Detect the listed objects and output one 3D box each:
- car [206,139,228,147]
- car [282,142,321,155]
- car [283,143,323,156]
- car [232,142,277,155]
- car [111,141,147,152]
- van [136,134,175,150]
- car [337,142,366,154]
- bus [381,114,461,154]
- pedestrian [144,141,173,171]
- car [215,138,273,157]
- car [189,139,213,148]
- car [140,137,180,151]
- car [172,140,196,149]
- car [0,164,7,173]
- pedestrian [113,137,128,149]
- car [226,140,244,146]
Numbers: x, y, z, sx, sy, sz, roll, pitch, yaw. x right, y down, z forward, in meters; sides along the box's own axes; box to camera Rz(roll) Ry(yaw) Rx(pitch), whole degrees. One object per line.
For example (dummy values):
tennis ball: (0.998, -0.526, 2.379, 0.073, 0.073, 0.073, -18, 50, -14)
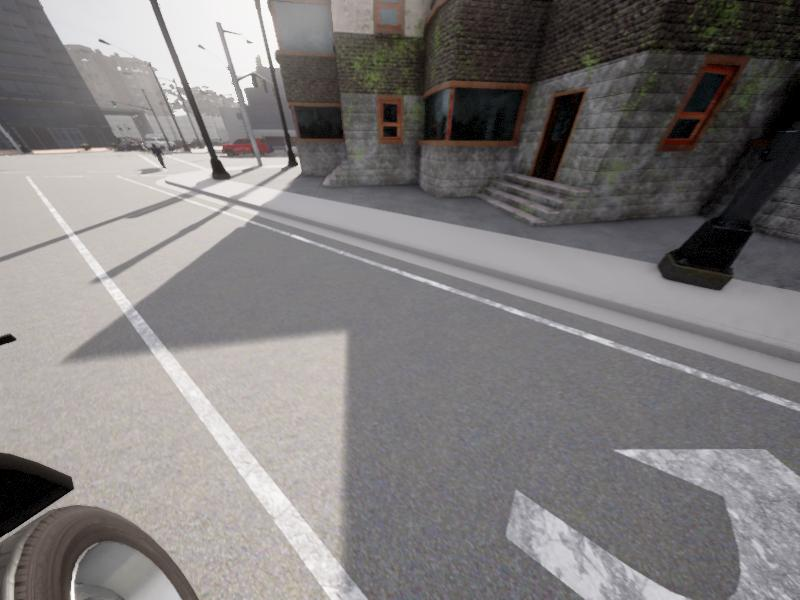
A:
car: (-47.583, -40.983, 60.240, 1.930, 1.638, 5.238, -2, 35, -3)
car: (-14.604, -22.597, 34.395, 4.892, 1.490, 1.837, -6, 36, -8)
car: (-13.180, -20.676, 31.701, 4.674, 1.442, 1.812, -6, 36, -8)
car: (-20.995, -21.975, 33.492, 5.008, 1.535, 1.882, -6, 35, -8)
car: (-47.670, -27.121, 40.720, 1.816, 1.474, 4.193, -5, 36, -8)
van: (-48.881, -31.813, 46.443, 1.988, 2.561, 5.915, -5, 36, -8)
car: (-7.378, -23.327, 35.385, 4.181, 1.385, 1.994, -6, 36, -6)
bus: (2.799, -23.566, 32.887, 10.273, 4.253, 3.944, -7, 36, -7)
pedestrian: (-18.398, -10.995, 17.650, 0.751, 1.860, 0.751, -18, 39, -24)
car: (-20.378, -20.193, 30.523, 5.566, 2.045, 2.150, -6, 36, -8)
car: (-46.887, -36.952, 54.527, 1.930, 1.638, 5.238, -5, 36, -7)
car: (-44.678, -29.199, 43.196, 2.150, 2.045, 5.566, -5, 36, -8)
car: (-45.836, -33.049, 49.144, 1.816, 1.474, 4.193, -5, 36, -8)
car: (-31.144, -9.550, 16.080, 4.718, 1.301, 1.895, 7, 36, 9)
pedestrian: (-52.267, -29.383, 43.256, 0.751, 1.860, 0.751, -4, 35, -6)
car: (-47.254, -45.029, 66.126, 1.816, 1.474, 4.193, 4, 35, 6)
